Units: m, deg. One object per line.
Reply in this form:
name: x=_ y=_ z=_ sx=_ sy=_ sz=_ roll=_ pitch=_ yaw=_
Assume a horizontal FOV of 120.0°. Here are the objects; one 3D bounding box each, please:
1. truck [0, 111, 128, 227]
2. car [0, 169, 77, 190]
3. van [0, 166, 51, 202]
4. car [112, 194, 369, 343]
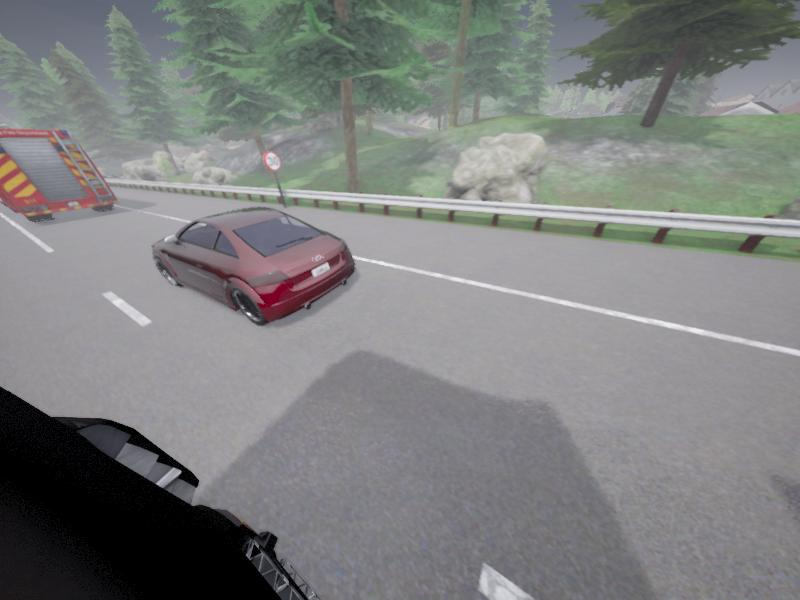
truck: x=-18.107 y=-6.363 z=11.344 sx=8.468 sy=3.827 sz=2.891 roll=16 pitch=38 yaw=26
car: x=-39.062 y=-13.173 z=25.144 sx=2.038 sy=1.542 sz=4.974 roll=-12 pitch=35 yaw=-16
van: x=-29.642 y=-8.937 z=17.649 sx=4.480 sy=2.038 sz=2.069 roll=16 pitch=38 yaw=26
car: x=-2.953 y=-0.999 z=4.419 sx=4.181 sy=1.385 sz=1.994 roll=16 pitch=38 yaw=26
